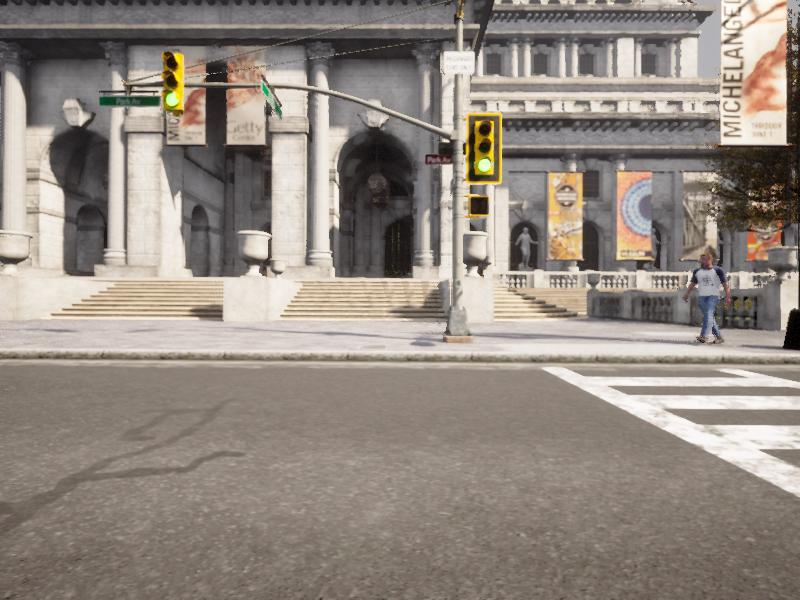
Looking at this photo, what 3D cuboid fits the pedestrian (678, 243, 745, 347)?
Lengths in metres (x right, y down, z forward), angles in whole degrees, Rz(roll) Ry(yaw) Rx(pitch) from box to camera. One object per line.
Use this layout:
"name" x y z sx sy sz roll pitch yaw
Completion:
"pedestrian" 5.965 -0.085 7.683 0.751 1.860 0.751 0 0 -25
